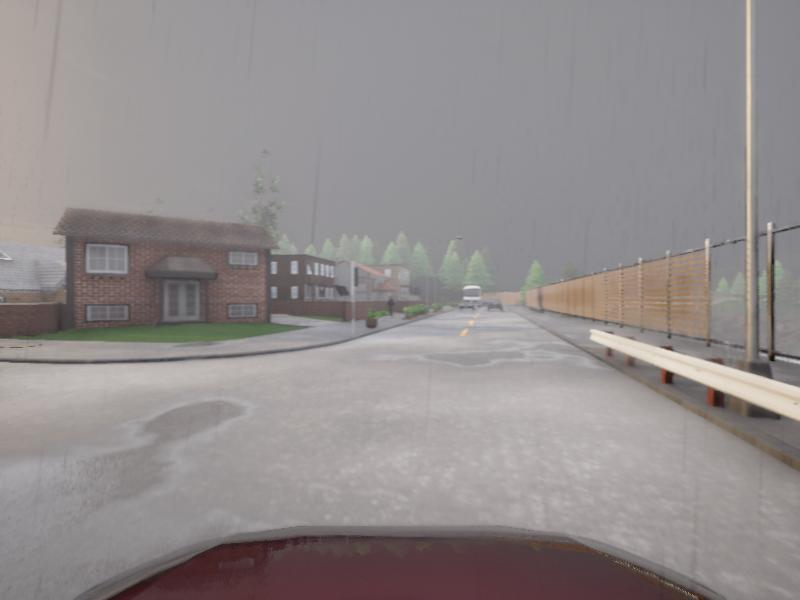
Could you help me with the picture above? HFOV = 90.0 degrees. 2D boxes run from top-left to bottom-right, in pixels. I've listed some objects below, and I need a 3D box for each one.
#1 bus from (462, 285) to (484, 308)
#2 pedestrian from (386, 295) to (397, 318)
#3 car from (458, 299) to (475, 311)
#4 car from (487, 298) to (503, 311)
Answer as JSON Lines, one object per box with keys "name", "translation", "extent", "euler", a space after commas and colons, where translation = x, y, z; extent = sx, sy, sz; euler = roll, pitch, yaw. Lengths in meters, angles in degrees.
{"name": "bus", "translation": [14.813, -0.643, 80.515], "extent": [3.944, 4.253, 10.273], "euler": [0, 0, 13]}
{"name": "pedestrian", "translation": [-0.705, 0.514, 32.600], "extent": [0.751, 1.860, 0.751], "euler": [0, 0, 9]}
{"name": "car", "translation": [9.719, 0.709, 58.215], "extent": [2.152, 1.651, 5.027], "euler": [0, 0, 13]}
{"name": "car", "translation": [13.964, 0.608, 58.890], "extent": [2.097, 1.767, 4.553], "euler": [0, 0, 13]}
